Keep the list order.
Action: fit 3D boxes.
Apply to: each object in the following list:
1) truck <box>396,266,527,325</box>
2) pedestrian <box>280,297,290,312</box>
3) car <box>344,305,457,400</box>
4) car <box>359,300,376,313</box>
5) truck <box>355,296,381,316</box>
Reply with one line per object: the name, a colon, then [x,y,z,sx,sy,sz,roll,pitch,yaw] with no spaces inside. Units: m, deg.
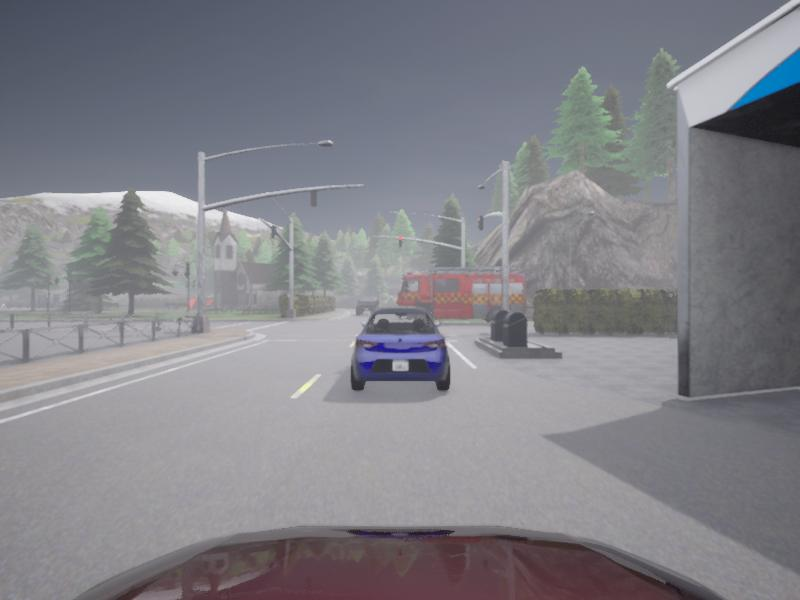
truck: [4.081,-0.282,27.559,8.468,3.827,2.891,0,0,3]
pedestrian: [-13.867,0.551,48.258,0.751,1.860,0.751,0,0,25]
car: [0.011,0.866,8.519,1.816,1.474,4.193,0,0,0]
car: [-4.337,0.843,52.516,1.930,1.638,5.238,0,0,-9]
truck: [-3.464,0.603,44.360,2.390,2.098,6.274,0,0,0]
